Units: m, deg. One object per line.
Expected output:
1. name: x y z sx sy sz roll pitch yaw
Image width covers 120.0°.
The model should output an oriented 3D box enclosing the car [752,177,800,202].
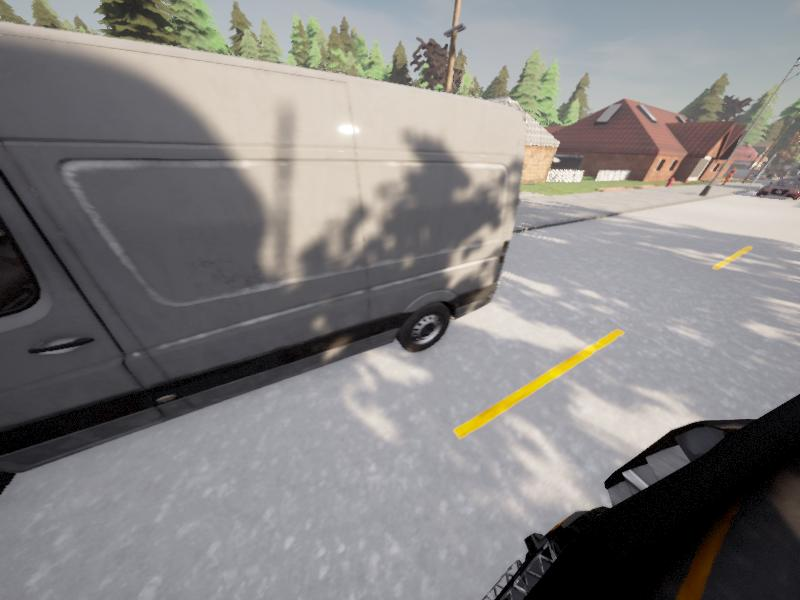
1. car: 30.722 -8.851 18.416 4.181 1.385 1.994 -15 38 -25

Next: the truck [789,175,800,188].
1. truck: 54.126 -16.241 29.126 8.468 3.827 2.891 -15 38 -25

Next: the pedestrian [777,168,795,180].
1. pedestrian: 68.278 -22.293 40.884 0.751 1.860 0.751 -12 36 -21

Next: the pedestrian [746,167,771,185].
1. pedestrian: 44.753 -15.526 28.876 0.751 1.860 0.751 -9 35 -18

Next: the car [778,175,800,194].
1. car: 40.893 -11.672 23.352 3.806 1.475 1.970 -15 38 -25

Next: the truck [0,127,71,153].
1. truck: -39.858 -17.306 25.042 2.390 2.098 6.274 -15 38 -25

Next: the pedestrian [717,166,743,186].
1. pedestrian: 36.108 -13.593 25.296 0.751 1.860 0.751 -18 39 -28

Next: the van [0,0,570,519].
1. van: -1.597 -0.494 2.274 5.915 2.561 1.988 -15 37 -25

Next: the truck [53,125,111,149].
1. truck: -45.507 -23.337 33.319 2.627 2.467 5.204 -15 36 -25

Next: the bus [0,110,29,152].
1. bus: -41.928 -15.966 20.916 3.944 4.253 10.273 -15 38 -25
